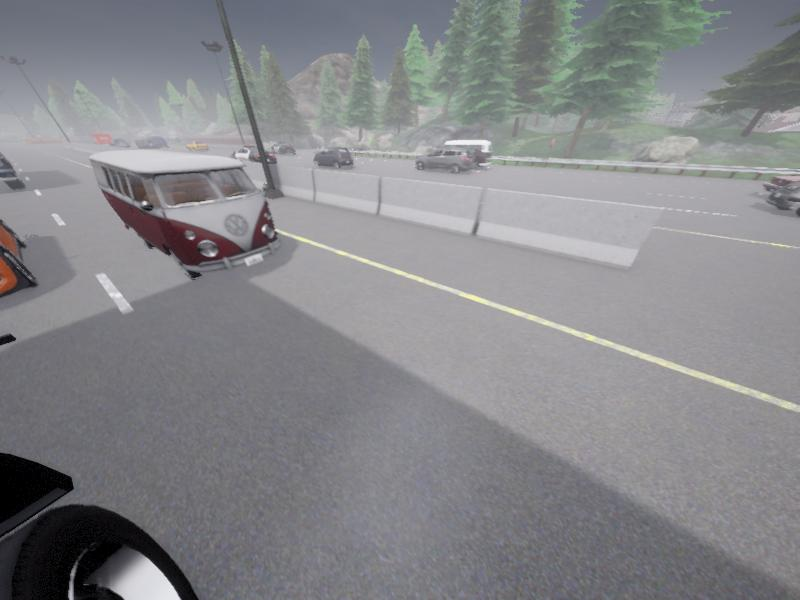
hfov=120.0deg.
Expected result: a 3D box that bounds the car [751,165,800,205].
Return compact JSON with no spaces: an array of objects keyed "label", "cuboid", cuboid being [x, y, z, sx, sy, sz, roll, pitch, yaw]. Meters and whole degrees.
[{"label":"car","cuboid":[18.787,-4.496,9.341,4.718,1.301,1.895,22,41,28]}]

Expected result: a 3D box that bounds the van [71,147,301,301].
[{"label":"van","cuboid":[-4.475,-1.962,4.909,4.442,1.987,1.775,23,41,27]}]

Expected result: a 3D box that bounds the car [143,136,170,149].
[{"label":"car","cuboid":[-51.607,-33.457,48.986,5.566,2.045,2.150,22,41,28]}]

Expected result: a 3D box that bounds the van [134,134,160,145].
[{"label":"van","cuboid":[-70.928,-45.100,64.931,2.351,2.431,6.366,-14,38,-20]}]

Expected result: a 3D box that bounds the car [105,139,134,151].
[{"label":"car","cuboid":[-50.462,-27.912,41.487,4.856,1.649,2.033,22,41,28]}]

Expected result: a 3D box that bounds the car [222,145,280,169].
[{"label":"car","cuboid":[-13.199,-12.726,20.465,4.974,1.542,2.038,22,41,28]}]

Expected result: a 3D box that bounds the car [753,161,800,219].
[{"label":"car","cuboid":[15.686,-3.428,7.527,3.988,1.617,1.851,22,41,28]}]

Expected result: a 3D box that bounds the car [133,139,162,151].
[{"label":"car","cuboid":[-47.119,-28.985,43.101,4.611,1.667,2.242,22,41,28]}]

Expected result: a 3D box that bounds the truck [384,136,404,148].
[{"label":"truck","cuboid":[-1.507,-41.071,59.902,2.627,2.467,5.204,20,40,26]}]

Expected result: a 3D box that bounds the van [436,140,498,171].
[{"label":"van","cuboid":[5.666,-12.624,20.072,4.480,2.038,2.069,22,41,28]}]

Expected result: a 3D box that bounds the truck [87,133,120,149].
[{"label":"truck","cuboid":[-59.682,-31.998,46.462,5.204,2.467,2.627,23,41,29]}]

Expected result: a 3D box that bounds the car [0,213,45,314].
[{"label":"car","cuboid":[-8.310,-0.982,3.654,4.553,1.767,2.097,22,41,28]}]

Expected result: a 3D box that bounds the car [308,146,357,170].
[{"label":"car","cuboid":[-5.749,-12.150,19.722,3.633,1.501,1.845,22,41,28]}]

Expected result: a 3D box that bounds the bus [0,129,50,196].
[{"label":"bus","cuboid":[-22.214,-7.751,10.967,10.273,4.253,3.944,22,41,28]}]

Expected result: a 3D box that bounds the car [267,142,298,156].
[{"label":"car","cuboid":[-17.255,-22.218,33.859,2.038,1.542,4.974,-29,44,-35]}]

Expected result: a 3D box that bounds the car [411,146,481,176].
[{"label":"car","cuboid":[3.442,-10.917,17.952,4.611,1.667,2.242,22,41,28]}]

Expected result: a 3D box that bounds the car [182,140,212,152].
[{"label":"car","cuboid":[-34.966,-26.512,39.723,5.366,1.575,1.801,22,41,27]}]
